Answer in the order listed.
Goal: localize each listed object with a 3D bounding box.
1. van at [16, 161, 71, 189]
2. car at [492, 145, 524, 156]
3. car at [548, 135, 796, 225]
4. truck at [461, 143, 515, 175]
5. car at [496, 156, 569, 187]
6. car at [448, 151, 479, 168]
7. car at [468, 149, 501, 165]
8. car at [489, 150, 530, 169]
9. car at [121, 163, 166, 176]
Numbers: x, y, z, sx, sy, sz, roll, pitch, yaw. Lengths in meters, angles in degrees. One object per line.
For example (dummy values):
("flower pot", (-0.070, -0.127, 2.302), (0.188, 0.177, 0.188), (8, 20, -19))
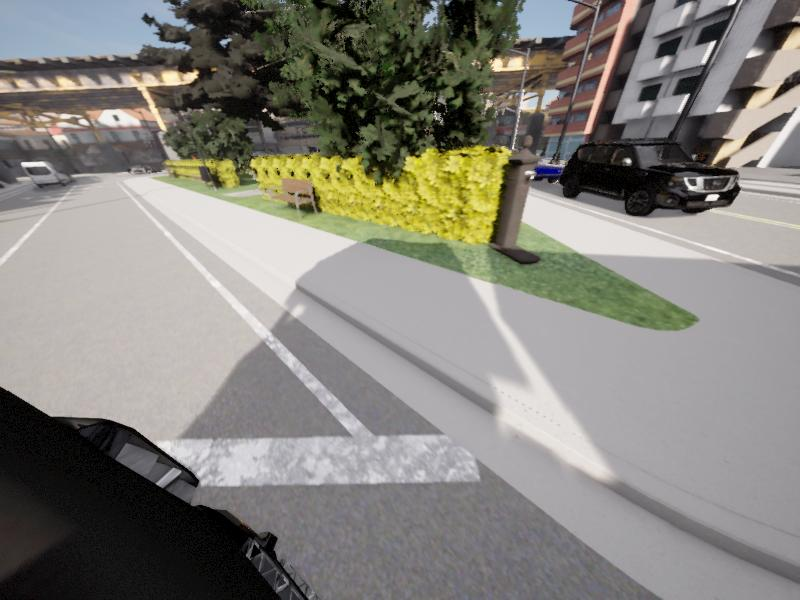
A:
("van", (-41.701, -14.815, 27.272), (5.915, 2.561, 1.988), (26, 43, 36))
("car", (21.560, -29.903, 46.110), (5.238, 1.638, 1.930), (-4, 33, -1))
("car", (8.461, -4.625, 8.486), (2.150, 2.045, 5.566), (-4, 33, -1))
("truck", (7.743, -13.097, 21.314), (2.390, 2.098, 6.274), (-3, 33, -1))
("car", (8.123, -8.338, 14.812), (1.895, 1.301, 4.718), (-4, 33, -1))
("car", (7.393, -16.779, 27.473), (2.163, 1.488, 4.792), (-3, 33, -1))
("car", (10.746, -18.485, 29.799), (2.163, 1.488, 4.792), (-4, 33, -2))
("car", (11.100, -14.548, 23.849), (1.812, 1.442, 4.674), (-4, 33, -1))
("car", (-46.242, -23.613, 41.747), (5.238, 1.638, 1.930), (-3, 33, -1))
